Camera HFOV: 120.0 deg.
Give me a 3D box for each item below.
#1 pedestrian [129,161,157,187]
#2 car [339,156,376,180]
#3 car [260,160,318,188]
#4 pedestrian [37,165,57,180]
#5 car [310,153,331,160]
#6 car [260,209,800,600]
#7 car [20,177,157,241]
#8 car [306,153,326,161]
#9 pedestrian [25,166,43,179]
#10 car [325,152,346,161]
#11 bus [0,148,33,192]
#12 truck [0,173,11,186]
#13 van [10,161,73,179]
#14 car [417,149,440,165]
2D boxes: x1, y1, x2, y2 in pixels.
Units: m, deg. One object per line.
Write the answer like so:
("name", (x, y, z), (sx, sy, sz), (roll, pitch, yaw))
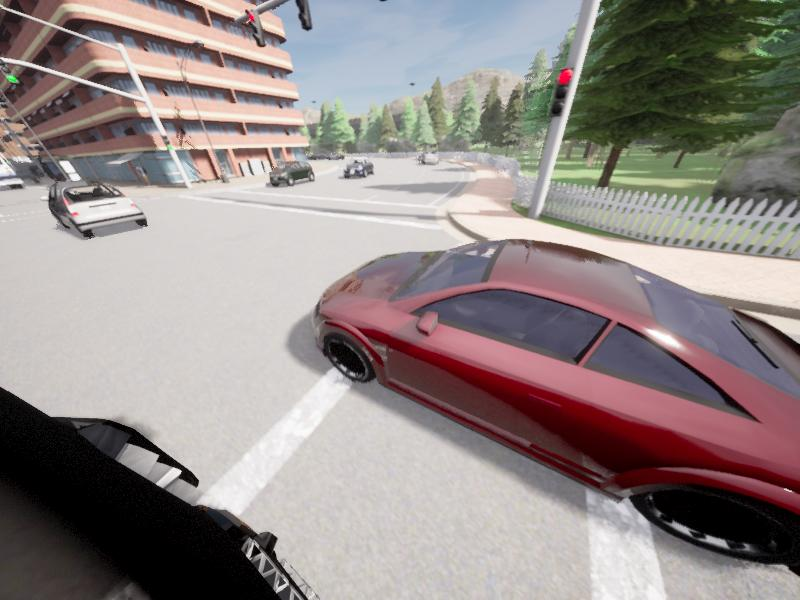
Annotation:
("pedestrian", (-21.889, -10.724, 19.698), (0.751, 1.860, 0.751), (18, 39, 28))
("car", (-3.670, -11.789, 20.540), (1.970, 1.475, 3.806), (3, 34, 9))
("car", (-8.304, -9.738, 17.719), (1.789, 1.549, 3.705), (8, 35, 16))
("pedestrian", (-51.593, -18.637, 33.784), (0.751, 1.860, 0.751), (20, 40, 30))
("car", (-21.324, -38.534, 62.181), (5.357, 1.411, 2.033), (16, 38, 26))
("car", (1.001, 0.164, 2.391), (4.181, 1.385, 1.994), (16, 38, 26))
("car", (-11.550, -3.541, 8.618), (3.988, 1.617, 1.851), (16, 38, 26))
("car", (-21.440, -36.358, 58.826), (4.892, 1.490, 1.837), (16, 38, 26))
("pedestrian", (-60.326, -21.086, 38.111), (0.751, 1.860, 0.751), (17, 38, 27))
("car", (-15.420, -34.176, 55.074), (4.974, 1.542, 2.038), (23, 41, 33))
("bus", (-45.446, -14.207, 24.818), (10.273, 4.253, 3.944), (16, 38, 26))
("truck", (-56.126, -17.161, 30.435), (8.468, 3.827, 2.891), (16, 38, 26))
("van", (-69.321, -25.366, 44.882), (1.988, 2.561, 5.915), (16, 38, 26))
("car", (3.826, -19.803, 31.891), (2.242, 1.667, 4.611), (-5, 34, -4))
